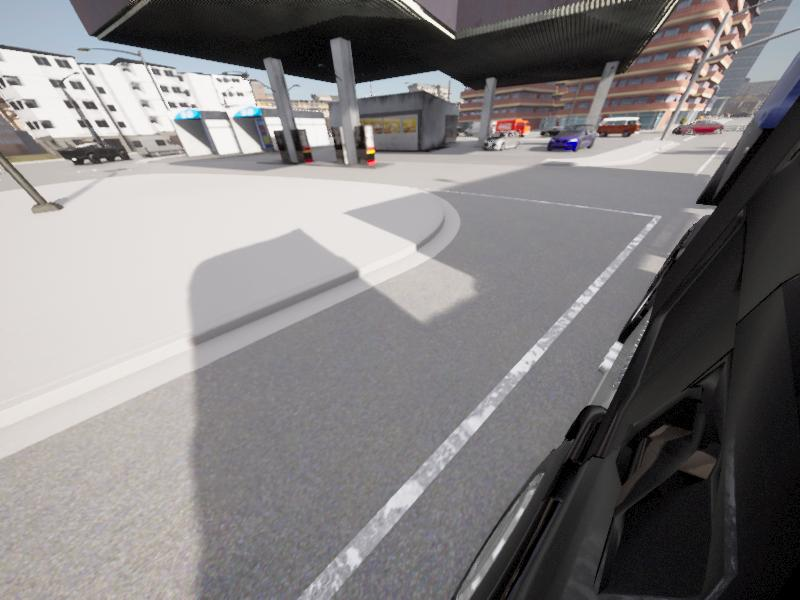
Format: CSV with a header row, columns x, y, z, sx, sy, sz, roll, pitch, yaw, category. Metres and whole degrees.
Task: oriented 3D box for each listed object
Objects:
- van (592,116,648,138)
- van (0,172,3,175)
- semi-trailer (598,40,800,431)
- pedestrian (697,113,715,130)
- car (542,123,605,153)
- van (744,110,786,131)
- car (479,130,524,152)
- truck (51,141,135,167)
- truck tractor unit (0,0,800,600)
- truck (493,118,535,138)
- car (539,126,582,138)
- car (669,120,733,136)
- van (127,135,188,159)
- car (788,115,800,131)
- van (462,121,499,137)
x,y,z,sx,sy,sz,roll,pitch,yaw,category
28.081,-22.140,29.674,2.069,2.038,4.480,-29,44,-31,van
-38.664,-11.444,19.342,1.988,2.561,5.915,-17,39,-17,van
8.686,-3.619,4.230,14.254,4.402,2.717,-28,44,-30,semi-trailer
43.617,-25.457,32.941,0.751,1.860,0.751,24,44,31,pedestrian
13.864,-12.971,18.475,4.611,1.667,2.242,-28,44,-30,car
46.848,-23.099,29.732,4.480,2.038,2.069,-28,43,-30,van
9.592,-15.050,21.797,3.806,1.475,1.970,-28,44,-30,car
-37.469,-18.183,28.628,2.390,2.098,6.274,-5,37,-3,truck
2.645,-0.295,0.351,6.516,4.208,3.053,-28,44,-30,truck tractor unit
18.776,-28.477,38.383,2.627,2.467,5.204,-29,44,-30,truck
23.588,-24.852,34.210,1.895,1.301,4.718,-29,44,-30,car
36.010,-20.717,27.816,4.181,1.385,1.994,7,38,13,car
-36.572,-23.385,35.146,1.988,2.561,5.915,5,37,10,van
48.358,-20.886,27.141,4.792,1.488,2.163,-29,44,-31,car
15.732,-33.665,45.543,2.351,2.431,6.366,-29,44,-30,van
